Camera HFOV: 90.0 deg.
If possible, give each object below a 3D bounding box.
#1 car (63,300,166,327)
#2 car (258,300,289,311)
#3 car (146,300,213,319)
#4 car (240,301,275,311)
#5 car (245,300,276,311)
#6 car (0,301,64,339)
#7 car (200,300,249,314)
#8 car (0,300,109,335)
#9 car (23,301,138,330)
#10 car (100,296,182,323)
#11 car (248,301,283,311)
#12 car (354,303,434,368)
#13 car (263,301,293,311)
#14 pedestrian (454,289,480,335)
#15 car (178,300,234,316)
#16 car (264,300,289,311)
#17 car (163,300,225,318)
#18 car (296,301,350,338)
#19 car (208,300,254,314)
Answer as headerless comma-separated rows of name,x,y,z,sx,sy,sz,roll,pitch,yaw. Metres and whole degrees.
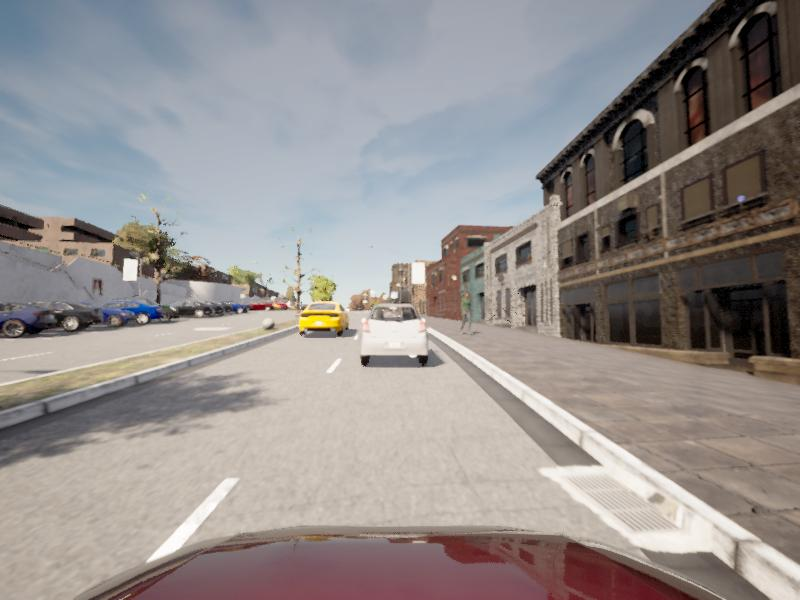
car,-17.795,0.771,25.297,5.008,1.535,2.097,0,0,-24
car,-24.754,1.015,78.254,5.566,2.045,2.435,0,-2,-28
car,-18.640,0.777,34.114,4.892,1.521,2.231,0,0,-26
car,-22.660,0.966,63.502,5.008,1.535,2.097,0,-1,-28
car,-23.120,0.889,66.436,4.553,1.767,2.185,0,-1,-28
car,-17.230,0.807,16.441,4.792,1.488,2.163,-1,0,-23
car,-20.151,0.803,45.845,5.008,1.535,2.097,0,0,-28
car,-17.366,0.774,19.405,4.892,1.521,2.231,-1,0,-23
car,-17.577,0.812,22.356,4.674,1.452,2.002,-1,0,-24
car,-18.086,0.647,28.228,4.553,1.767,2.185,0,0,-25
car,-23.350,1.065,69.486,5.366,1.575,1.946,0,-1,-28
car,-0.177,0.824,11.062,1.845,1.501,3.633,0,0,-2
car,-25.643,1.175,84.110,5.566,2.045,2.435,0,-1,-28
pedestrian,2.739,0.502,16.440,0.751,1.860,0.751,1,-4,-20
car,-19.341,0.787,39.988,4.892,1.521,2.231,0,0,-27
car,-25.097,1.118,81.236,4.442,1.987,1.878,0,-2,-28
car,-18.977,0.781,37.051,4.892,1.521,2.231,0,0,-26
car,-3.529,0.820,19.227,1.882,1.535,5.008,0,0,-3
car,-20.566,0.816,48.778,5.008,1.535,2.097,0,0,-28
